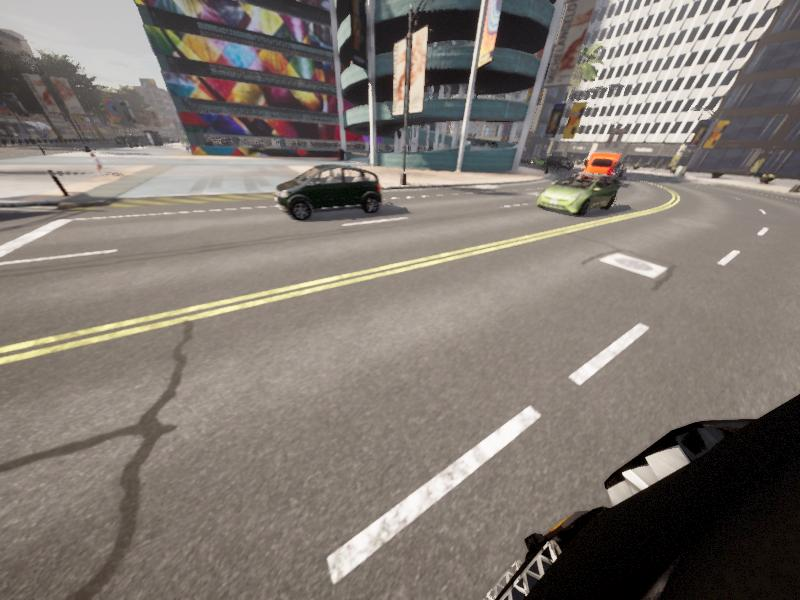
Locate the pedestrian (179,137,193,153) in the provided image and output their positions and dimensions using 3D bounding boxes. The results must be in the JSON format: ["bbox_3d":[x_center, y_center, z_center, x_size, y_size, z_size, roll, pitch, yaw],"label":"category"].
[{"bbox_3d":[-30.407,-22.014,32.879,0.751,1.860,0.751,27,41,32],"label":"pedestrian"}]

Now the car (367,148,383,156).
[{"bbox_3d":[-6.182,-36.291,56.660,2.007,1.523,4.514,-17,38,-27],"label":"car"}]

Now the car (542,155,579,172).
[{"bbox_3d":[25.807,-22.204,37.436,2.150,2.045,5.566,3,34,1],"label":"car"}]

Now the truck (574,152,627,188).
[{"bbox_3d":[18.466,-12.135,21.348,2.627,2.467,5.204,25,40,29],"label":"truck"}]

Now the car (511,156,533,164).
[{"bbox_3d":[28.751,-33.078,54.621,1.994,1.385,4.181,-14,37,-24],"label":"car"}]

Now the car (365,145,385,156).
[{"bbox_3d":[-6.136,-36.589,56.403,2.435,2.045,5.566,-17,38,-27],"label":"car"}]

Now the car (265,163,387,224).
[{"bbox_3d":[-2.525,-4.003,8.387,3.705,1.549,1.789,-17,38,-26],"label":"car"}]

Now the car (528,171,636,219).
[{"bbox_3d":[8.508,-5.051,10.807,4.514,1.525,2.007,-18,39,-28],"label":"car"}]

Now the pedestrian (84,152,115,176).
[{"bbox_3d":[-16.531,-7.507,12.738,0.500,1.100,0.500,-12,36,-21],"label":"pedestrian"}]

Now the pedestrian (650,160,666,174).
[{"bbox_3d":[43.239,-22.324,38.745,0.751,1.860,0.751,-2,34,-7],"label":"pedestrian"}]

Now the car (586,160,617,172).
[{"bbox_3d":[36.101,-24.156,41.528,1.851,1.617,3.988,1,34,-3],"label":"car"}]

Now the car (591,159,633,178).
[{"bbox_3d":[27.742,-17.375,30.465,1.932,1.855,4.605,11,34,12],"label":"car"}]

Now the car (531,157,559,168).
[{"bbox_3d":[28.588,-27.282,45.759,2.007,1.525,4.514,-4,34,-11],"label":"car"}]
